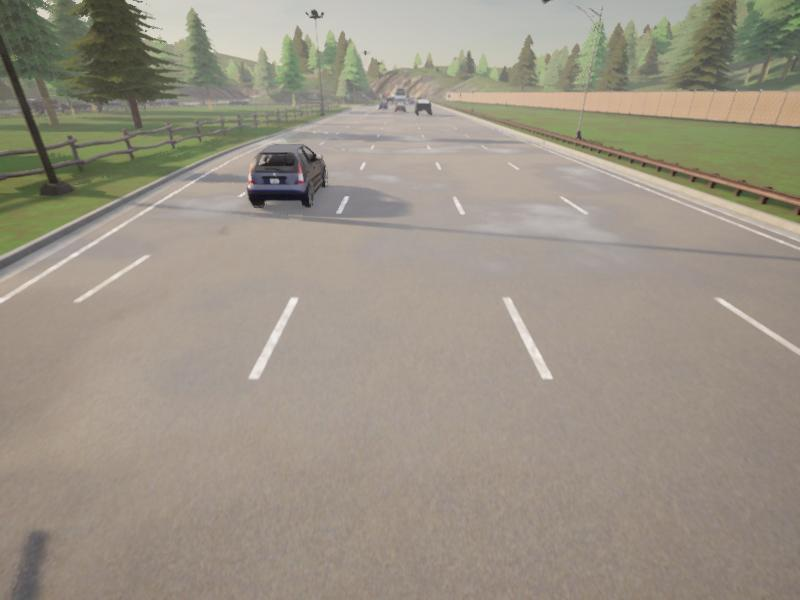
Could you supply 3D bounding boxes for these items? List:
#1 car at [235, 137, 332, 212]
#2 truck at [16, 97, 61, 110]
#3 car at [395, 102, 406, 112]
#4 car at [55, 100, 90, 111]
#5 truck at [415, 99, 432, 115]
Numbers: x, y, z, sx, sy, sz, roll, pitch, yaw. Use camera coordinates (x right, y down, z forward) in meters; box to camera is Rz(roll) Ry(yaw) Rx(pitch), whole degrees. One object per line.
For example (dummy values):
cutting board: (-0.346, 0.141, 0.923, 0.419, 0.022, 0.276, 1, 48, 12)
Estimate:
car: (-3.476, -4.142, 12.793, 1.851, 1.617, 3.988, 0, 27, 0)
truck: (-67.832, -36.970, 75.244, 2.390, 2.098, 6.274, 0, 27, 0)
car: (0.102, -34.629, 71.812, 1.812, 1.442, 4.674, 0, 27, 0)
car: (-60.838, -36.275, 74.444, 1.930, 1.638, 5.238, 0, 27, 0)
truck: (3.591, -30.082, 62.343, 2.390, 2.098, 6.274, 0, 27, 0)
